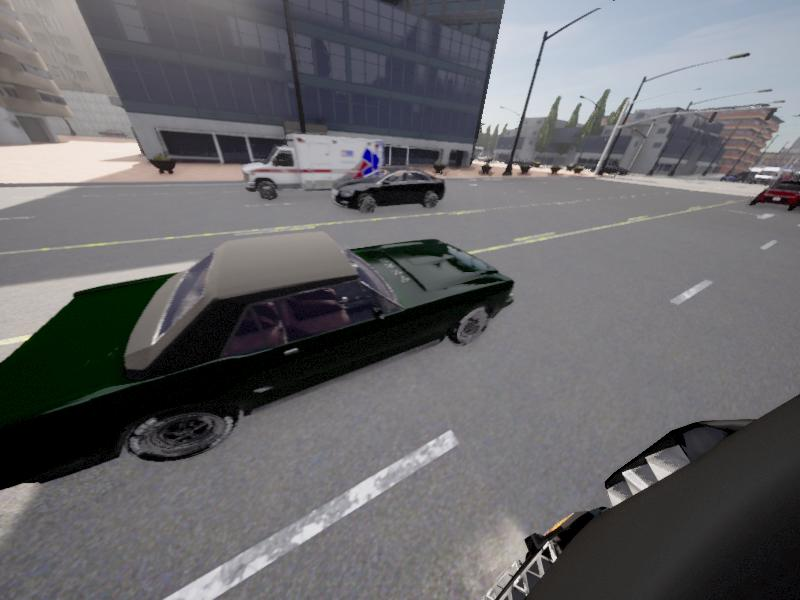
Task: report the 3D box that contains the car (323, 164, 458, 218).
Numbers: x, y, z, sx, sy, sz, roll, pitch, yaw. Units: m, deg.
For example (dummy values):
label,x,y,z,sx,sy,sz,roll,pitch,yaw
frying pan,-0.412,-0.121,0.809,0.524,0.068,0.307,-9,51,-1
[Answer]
label,x,y,z,sx,sy,sz,roll,pitch,yaw
car,-0.325,-4.637,9.579,4.902,1.511,2.128,-15,37,-25

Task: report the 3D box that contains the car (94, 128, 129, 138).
label,x,y,z,sx,sy,sz,roll,pitch,yaw
car,-71.450,-41.355,57.266,4.856,1.649,2.033,-13,37,-24

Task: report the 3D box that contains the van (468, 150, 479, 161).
label,x,y,z,sx,sy,sz,roll,pitch,yaw
van,22.775,-44.826,71.606,1.988,2.561,5.915,15,35,17

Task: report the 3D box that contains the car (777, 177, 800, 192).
label,x,y,z,sx,sy,sz,roll,pitch,yaw
car,52.566,-14.873,29.925,4.181,1.385,1.994,-1,33,-8

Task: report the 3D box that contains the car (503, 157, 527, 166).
label,x,y,z,sx,sy,sz,roll,pitch,yaw
car,25.238,-30.443,50.832,1.816,1.474,4.193,-14,37,-25

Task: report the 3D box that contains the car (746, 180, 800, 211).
label,x,y,z,sx,sy,sz,roll,pitch,yaw
car,25.128,-6.875,15.043,4.193,1.474,1.816,-14,37,-25

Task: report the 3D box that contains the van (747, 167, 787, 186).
label,x,y,z,sx,sy,sz,roll,pitch,yaw
van,62.520,-21.102,39.339,5.915,2.561,1.988,-14,37,-25

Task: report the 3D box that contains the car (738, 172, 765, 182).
label,x,y,z,sx,sy,sz,roll,pitch,yaw
car,72.740,-25.541,47.818,5.008,1.535,1.882,-15,37,-24

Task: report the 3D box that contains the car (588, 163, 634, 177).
label,x,y,z,sx,sy,sz,roll,pitch,yaw
car,33.946,-21.074,37.329,1.882,1.535,5.008,-14,37,-25

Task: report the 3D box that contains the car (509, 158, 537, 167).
label,x,y,z,sx,sy,sz,roll,pitch,yaw
car,28.069,-31.444,52.738,2.033,1.411,5.357,-13,37,-25

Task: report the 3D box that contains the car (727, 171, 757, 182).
label,x,y,z,sx,sy,sz,roll,pitch,yaw
car,66.322,-23.882,44.742,5.238,1.638,1.930,-15,37,-24

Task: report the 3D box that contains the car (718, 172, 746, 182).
label,x,y,z,sx,sy,sz,roll,pitch,yaw
car,60.185,-22.261,41.858,4.193,1.474,1.816,-14,37,-25

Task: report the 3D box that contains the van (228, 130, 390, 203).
label,x,y,z,sx,sy,sz,roll,pitch,yaw
van,-3.866,-6.285,10.952,6.366,2.431,2.351,-15,37,-25

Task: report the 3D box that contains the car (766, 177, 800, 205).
label,x,y,z,sx,sy,sz,roll,pitch,yaw
car,31.186,-8.497,17.872,5.238,1.638,1.930,-14,37,-25

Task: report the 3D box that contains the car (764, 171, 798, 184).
label,x,y,z,sx,sy,sz,roll,pitch,yaw
car,74.678,-24.056,45.267,5.566,2.045,2.150,-15,37,-24

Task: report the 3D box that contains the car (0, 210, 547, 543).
label,x,y,z,sx,sy,sz,roll,pitch,yaw
car,-0.829,-0.024,2.771,4.718,1.301,1.895,-15,37,-25

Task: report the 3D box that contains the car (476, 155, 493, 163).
label,x,y,z,sx,sy,sz,roll,pitch,yaw
car,22.707,-38.192,62.464,2.007,1.525,4.514,-6,34,-15
